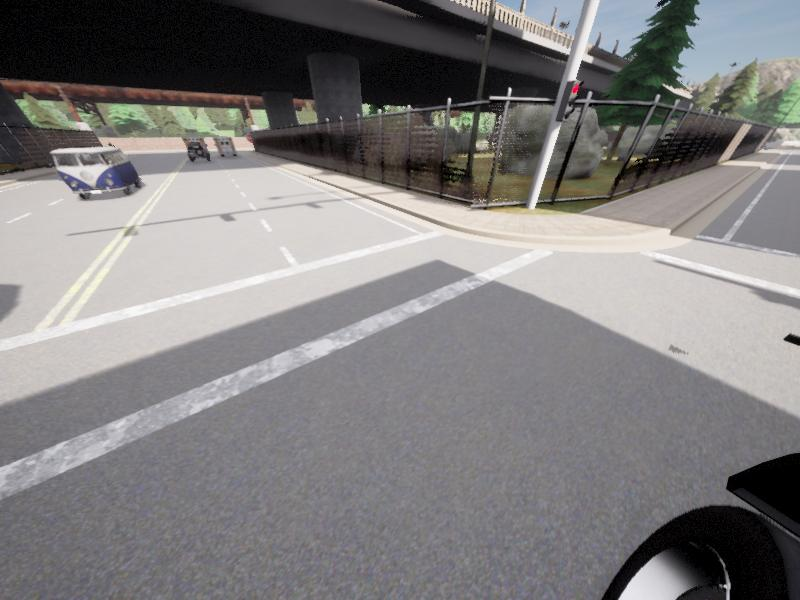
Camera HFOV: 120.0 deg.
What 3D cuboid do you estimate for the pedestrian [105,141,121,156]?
[{"bbox_3d":[-44.707,-23.623,35.956,0.751,1.860,0.751,29,44,35],"label":"pedestrian"}]

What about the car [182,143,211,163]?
[{"bbox_3d":[-24.518,-17.869,27.918,1.932,1.855,4.605,-22,41,-28],"label":"car"}]

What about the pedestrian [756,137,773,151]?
[{"bbox_3d":[62.514,-26.765,39.620,0.751,1.860,0.751,-25,42,-31],"label":"pedestrian"}]

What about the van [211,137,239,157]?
[{"bbox_3d":[-27.278,-23.843,35.953,2.351,2.431,6.366,-22,41,-28],"label":"van"}]

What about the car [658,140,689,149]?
[{"bbox_3d":[59.301,-33.765,50.152,1.789,1.549,3.705,-22,41,-28],"label":"car"}]

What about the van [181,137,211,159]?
[{"bbox_3d":[-29.231,-21.932,33.251,2.351,2.431,6.366,-22,41,-28],"label":"van"}]

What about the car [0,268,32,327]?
[{"bbox_3d":[-6.103,0.712,1.538,2.242,1.667,4.611,-22,40,-28],"label":"car"}]

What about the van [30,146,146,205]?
[{"bbox_3d":[-14.414,-6.184,11.141,1.775,1.987,4.442,-22,41,-28],"label":"van"}]

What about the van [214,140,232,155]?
[{"bbox_3d":[-31.440,-27.049,40.924,1.775,1.987,4.442,-22,41,-28],"label":"van"}]
